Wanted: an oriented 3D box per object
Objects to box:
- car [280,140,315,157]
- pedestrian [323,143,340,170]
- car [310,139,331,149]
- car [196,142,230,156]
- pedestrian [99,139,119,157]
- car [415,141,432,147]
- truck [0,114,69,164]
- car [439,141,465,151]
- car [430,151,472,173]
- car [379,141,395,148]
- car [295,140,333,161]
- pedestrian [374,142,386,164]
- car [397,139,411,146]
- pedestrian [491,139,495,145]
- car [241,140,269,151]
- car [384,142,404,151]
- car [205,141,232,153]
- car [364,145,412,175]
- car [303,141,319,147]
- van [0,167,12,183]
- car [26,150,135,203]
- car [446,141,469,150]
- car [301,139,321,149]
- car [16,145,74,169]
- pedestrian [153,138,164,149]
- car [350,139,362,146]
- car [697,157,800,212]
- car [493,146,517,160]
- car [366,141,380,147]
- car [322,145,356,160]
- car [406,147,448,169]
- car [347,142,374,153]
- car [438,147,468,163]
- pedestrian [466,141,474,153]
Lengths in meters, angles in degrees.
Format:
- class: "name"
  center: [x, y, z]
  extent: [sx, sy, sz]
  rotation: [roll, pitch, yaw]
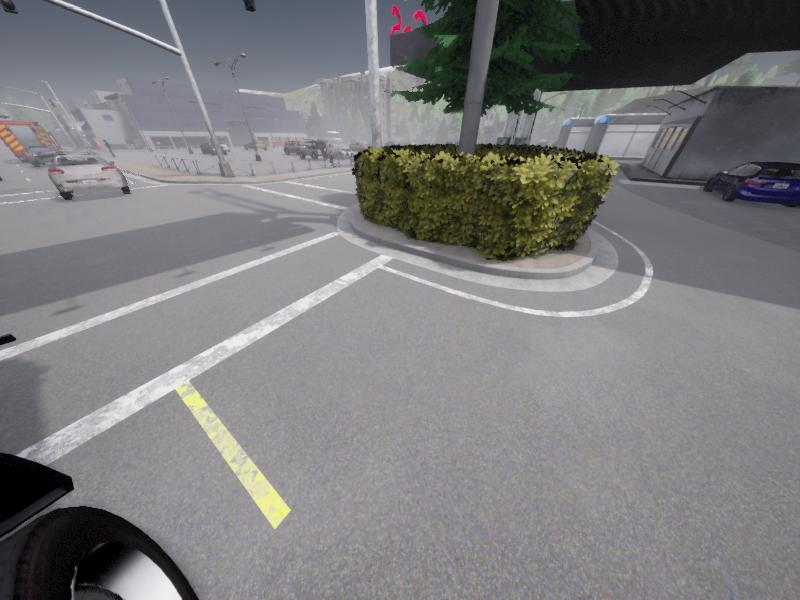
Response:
- class: "car"
  center: [-14.742, -21.830, 33.137]
  extent: [4.605, 1.855, 1.932]
  rotation: [22, 41, 28]
- class: "pedestrian"
  center: [-5.742, -12.089, 19.447]
  extent: [0.751, 1.860, 0.751]
  rotation: [23, 41, 29]
- class: "car"
  center: [-18.580, -36.602, 54.081]
  extent: [4.605, 1.855, 1.932]
  rotation: [22, 41, 28]
- class: "car"
  center: [-26.925, -21.720, 33.245]
  extent: [4.514, 1.523, 2.007]
  rotation: [22, 41, 28]
- class: "pedestrian"
  center: [-34.993, -18.273, 27.783]
  extent: [0.751, 1.860, 0.751]
  rotation: [28, 44, 34]
- class: "car"
  center: [7.701, -50.978, 75.385]
  extent: [4.792, 1.488, 2.163]
  rotation: [22, 40, 27]
- class: "truck"
  center: [-38.715, -16.620, 23.919]
  extent: [8.468, 3.827, 2.891]
  rotation: [22, 41, 28]
- class: "car"
  center: [11.771, -34.986, 52.403]
  extent: [5.027, 1.636, 2.152]
  rotation: [22, 41, 28]
- class: "car"
  center: [4.729, -12.643, 21.040]
  extent: [1.994, 1.385, 4.181]
  rotation: [22, 41, 28]
- class: "car"
  center: [-3.462, -41.204, 61.218]
  extent: [3.806, 1.475, 1.970]
  rotation: [22, 41, 28]
- class: "car"
  center: [-10.164, -17.689, 27.255]
  extent: [3.866, 1.878, 1.905]
  rotation: [22, 41, 28]
- class: "pedestrian"
  center: [-2.041, -15.127, 23.787]
  extent: [0.751, 1.860, 0.751]
  rotation: [22, 41, 28]
- class: "car"
  center: [1.369, -53.647, 78.788]
  extent: [4.605, 1.855, 1.932]
  rotation: [22, 40, 27]
- class: "pedestrian"
  center: [35.022, -59.573, 87.141]
  extent: [0.751, 1.860, 0.751]
  rotation: [-6, 36, -9]
- class: "car"
  center: [-27.214, -29.029, 43.368]
  extent: [5.027, 1.636, 2.152]
  rotation: [22, 41, 28]
- class: "car"
  center: [-1.296, -31.965, 48.005]
  extent: [3.633, 1.501, 1.845]
  rotation: [22, 41, 28]
- class: "car"
  center: [-30.616, -25.836, 38.949]
  extent: [3.806, 1.475, 1.970]
  rotation: [22, 41, 28]
- class: "car"
  center: [-0.881, -11.790, 19.338]
  extent: [1.905, 1.878, 3.866]
  rotation: [22, 41, 28]
- class: "car"
  center: [-26.682, -46.986, 69.456]
  extent: [1.816, 1.474, 4.193]
  rotation: [22, 41, 28]
- class: "van"
  center: [-25.502, -8.016, 13.346]
  extent: [4.480, 2.038, 2.069]
  rotation: [19, 39, 24]
- class: "car"
  center: [-14.890, -6.066, 11.013]
  extent: [5.027, 1.651, 2.152]
  rotation: [28, 43, 33]
- class: "car"
  center: [13.521, -36.472, 54.541]
  extent: [4.514, 1.523, 2.007]
  rotation: [22, 41, 28]
- class: "car"
  center: [-19.902, -35.114, 51.924]
  extent: [3.866, 1.878, 1.905]
  rotation: [22, 41, 28]
- class: "car"
  center: [-31.419, -12.709, 20.410]
  extent: [4.974, 1.542, 2.038]
  rotation: [22, 41, 28]
- class: "pedestrian"
  center: [-50.408, -32.643, 48.290]
  extent: [0.751, 1.860, 0.751]
  rotation: [23, 41, 29]
- class: "car"
  center: [-14.921, -53.448, 78.370]
  extent: [1.905, 1.878, 3.866]
  rotation: [16, 38, 22]
- class: "car"
  center: [17.423, -5.821, 11.299]
  extent: [2.242, 1.667, 4.611]
  rotation: [22, 41, 28]
- class: "car"
  center: [14.950, -21.001, 32.884]
  extent: [1.816, 1.474, 4.193]
  rotation: [22, 41, 28]
- class: "car"
  center: [-7.849, -45.078, 66.668]
  extent: [3.633, 1.501, 1.845]
  rotation: [22, 41, 28]
- class: "car"
  center: [-7.764, -18.819, 29.369]
  extent: [3.806, 1.475, 1.970]
  rotation: [22, 41, 28]
- class: "car"
  center: [2.838, -14.707, 23.733]
  extent: [2.033, 1.649, 4.856]
  rotation: [22, 41, 28]
- class: "car"
  center: [-7.041, -27.293, 41.295]
  extent: [4.514, 1.523, 2.007]
  rotation: [22, 41, 28]
- class: "car"
  center: [6.480, -17.609, 28.010]
  extent: [1.970, 1.475, 3.806]
  rotation: [22, 41, 28]
- class: "pedestrian"
  center: [12.234, -26.853, 40.533]
  extent: [0.751, 1.860, 0.751]
  rotation: [22, 41, 28]
